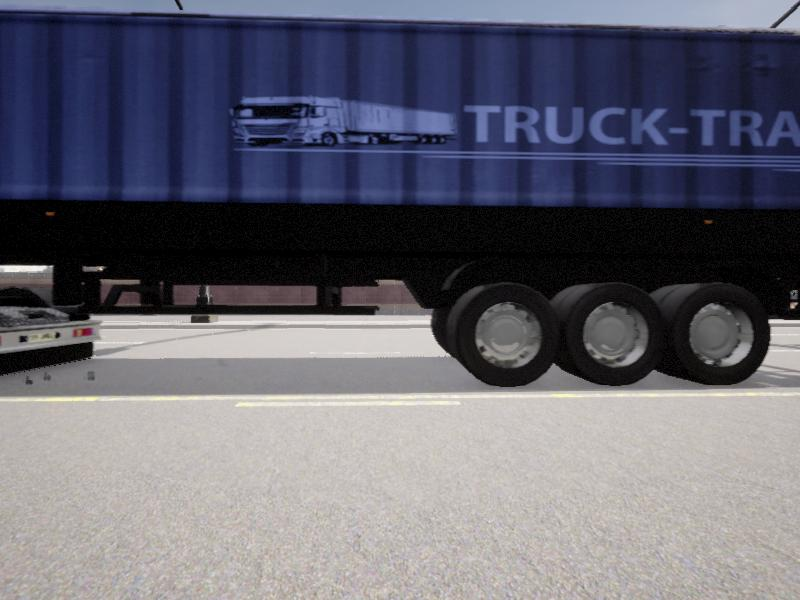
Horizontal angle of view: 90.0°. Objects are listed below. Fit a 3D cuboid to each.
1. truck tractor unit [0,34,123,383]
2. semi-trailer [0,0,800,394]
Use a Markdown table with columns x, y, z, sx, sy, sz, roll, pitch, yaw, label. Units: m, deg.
| x | y | z | sx | sy | sz | roll | pitch | yaw | label |
| --- | --- | --- | --- | --- | --- | --- | --- | --- | --- |
| -8.107 | -1.116 | 5.426 | 6.516 | 4.208 | 3.053 | 0 | 0 | -2 | truck tractor unit |
| -0.195 | -1.218 | 5.685 | 14.254 | 4.402 | 2.717 | 0 | 0 | -2 | semi-trailer |
